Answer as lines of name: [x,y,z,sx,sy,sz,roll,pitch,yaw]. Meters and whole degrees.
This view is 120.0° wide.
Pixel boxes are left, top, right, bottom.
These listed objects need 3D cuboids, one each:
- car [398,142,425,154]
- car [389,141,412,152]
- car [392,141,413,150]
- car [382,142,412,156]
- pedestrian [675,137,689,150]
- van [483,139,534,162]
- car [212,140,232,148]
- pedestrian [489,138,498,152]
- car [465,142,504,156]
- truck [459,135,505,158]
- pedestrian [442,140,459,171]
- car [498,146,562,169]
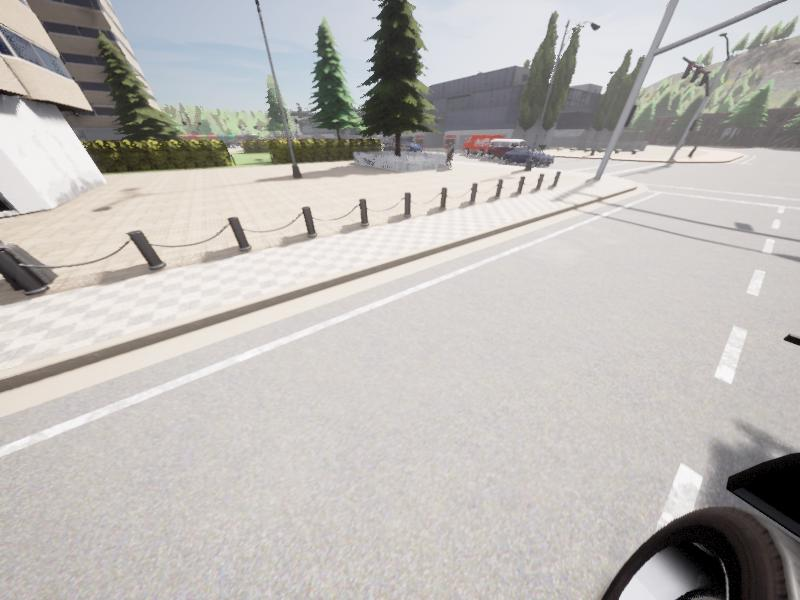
car: [1.793,-25.148,38.229,1.882,1.535,5.008,-22,41,-28]
car: [0.078,-30.131,45.194,2.242,1.667,4.611,-22,41,-28]
car: [0.499,-33.238,49.750,1.837,1.490,4.892,-22,40,-28]
car: [-0.527,-23.566,35.930,2.152,1.651,5.027,-22,41,-28]
pedestrian: [50.296,-27.921,41.219,0.751,1.860,0.751,-26,43,-32]
van: [12.080,-16.900,26.013,2.069,2.038,4.480,-22,41,-28]
car: [-48.492,-42.509,62.941,3.866,1.878,1.905,-22,41,-28]
pedestrian: [15.889,-26.390,39.298,0.751,1.860,0.751,-9,36,-13]
car: [12.755,-23.204,35.352,1.801,1.575,5.366,-22,41,-28]
truck: [11.153,-21.356,31.976,2.627,2.467,5.204,-22,41,-28]
pedestrian: [3.731,-10.677,17.095,0.751,1.860,0.751,-28,44,-33]
car: [11.842,-13.298,21.428,1.812,1.442,4.674,-21,40,-27]
